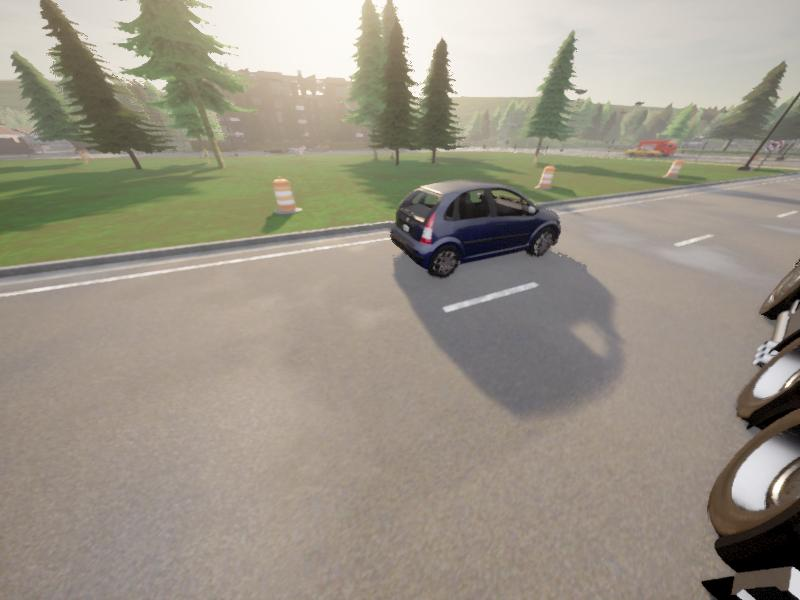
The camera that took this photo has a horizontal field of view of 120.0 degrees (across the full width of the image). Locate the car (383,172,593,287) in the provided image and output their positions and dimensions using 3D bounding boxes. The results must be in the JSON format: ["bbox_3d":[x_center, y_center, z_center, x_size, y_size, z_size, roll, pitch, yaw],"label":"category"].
[{"bbox_3d":[1.840,-1.852,5.324,3.988,1.617,1.851,-14,37,-19],"label":"car"}]

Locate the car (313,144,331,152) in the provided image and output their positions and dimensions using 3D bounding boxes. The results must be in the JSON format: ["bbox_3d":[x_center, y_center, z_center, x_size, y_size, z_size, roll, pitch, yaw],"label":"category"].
[{"bbox_3d":[-18.985,-36.998,56.175,3.633,1.501,1.845,-14,37,-19],"label":"car"}]

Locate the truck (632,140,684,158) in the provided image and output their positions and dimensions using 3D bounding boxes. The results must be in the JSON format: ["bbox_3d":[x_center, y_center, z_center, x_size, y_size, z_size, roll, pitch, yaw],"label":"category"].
[{"bbox_3d":[46.616,-27.456,41.900,2.627,2.467,5.204,-13,37,-19],"label":"truck"}]

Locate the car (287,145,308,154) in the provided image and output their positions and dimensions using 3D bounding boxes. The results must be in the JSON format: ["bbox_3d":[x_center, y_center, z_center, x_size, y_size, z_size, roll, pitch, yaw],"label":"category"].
[{"bbox_3d":[-21.663,-32.000,48.954,3.633,1.501,1.845,-13,37,-19],"label":"car"}]

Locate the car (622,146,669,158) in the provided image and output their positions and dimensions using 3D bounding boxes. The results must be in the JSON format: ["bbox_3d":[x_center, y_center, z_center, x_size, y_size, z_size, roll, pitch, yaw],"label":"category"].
[{"bbox_3d":[43.399,-26.314,41.012,1.801,1.575,5.366,-13,37,-19],"label":"car"}]

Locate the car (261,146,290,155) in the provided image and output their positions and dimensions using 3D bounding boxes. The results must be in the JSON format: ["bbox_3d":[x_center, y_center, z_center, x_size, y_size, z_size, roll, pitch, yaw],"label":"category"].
[{"bbox_3d":[-24.138,-29.137,44.997,4.718,1.301,1.895,-14,37,-19],"label":"car"}]

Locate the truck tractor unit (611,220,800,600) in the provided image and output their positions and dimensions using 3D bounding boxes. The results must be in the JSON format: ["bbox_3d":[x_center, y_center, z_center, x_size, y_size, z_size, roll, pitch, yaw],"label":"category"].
[{"bbox_3d":[5.030,-0.373,0.891,6.516,4.208,3.053,-21,40,-28],"label":"truck tractor unit"}]
